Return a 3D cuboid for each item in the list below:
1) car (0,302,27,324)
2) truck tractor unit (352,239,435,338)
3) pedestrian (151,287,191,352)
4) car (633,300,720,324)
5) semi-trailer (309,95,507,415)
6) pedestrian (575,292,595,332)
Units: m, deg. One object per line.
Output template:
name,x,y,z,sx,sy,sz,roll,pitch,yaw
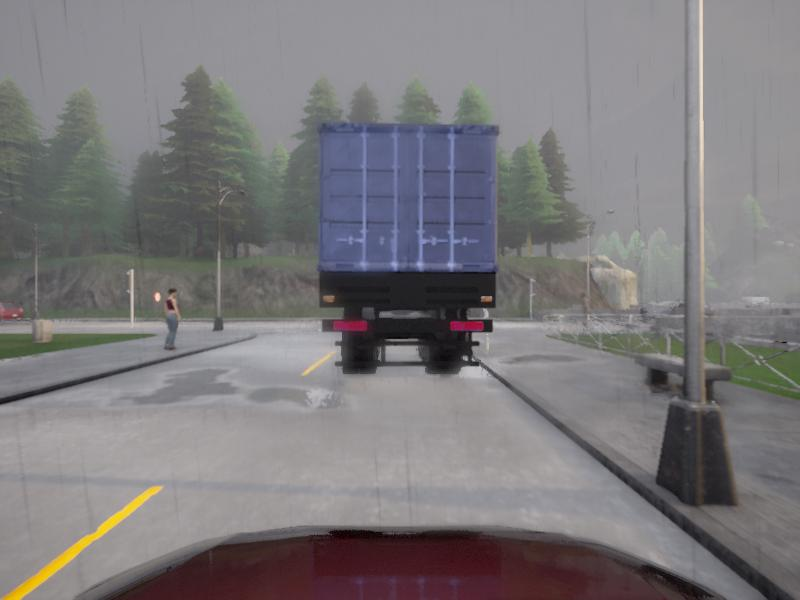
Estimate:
car,-29.137,0.882,28.392,3.633,1.501,1.845,0,0,0
truck tractor unit,-0.636,-0.482,20.531,3.053,4.208,6.516,0,0,-12
pedestrian,-6.783,0.558,11.867,0.751,1.860,0.751,0,0,28
car,19.454,0.813,28.365,4.611,1.667,2.242,0,0,0
semi-trailer,-0.072,-0.595,12.659,2.717,4.402,14.254,0,0,-2
pedestrian,8.857,0.563,19.147,0.751,1.860,0.751,0,0,14
